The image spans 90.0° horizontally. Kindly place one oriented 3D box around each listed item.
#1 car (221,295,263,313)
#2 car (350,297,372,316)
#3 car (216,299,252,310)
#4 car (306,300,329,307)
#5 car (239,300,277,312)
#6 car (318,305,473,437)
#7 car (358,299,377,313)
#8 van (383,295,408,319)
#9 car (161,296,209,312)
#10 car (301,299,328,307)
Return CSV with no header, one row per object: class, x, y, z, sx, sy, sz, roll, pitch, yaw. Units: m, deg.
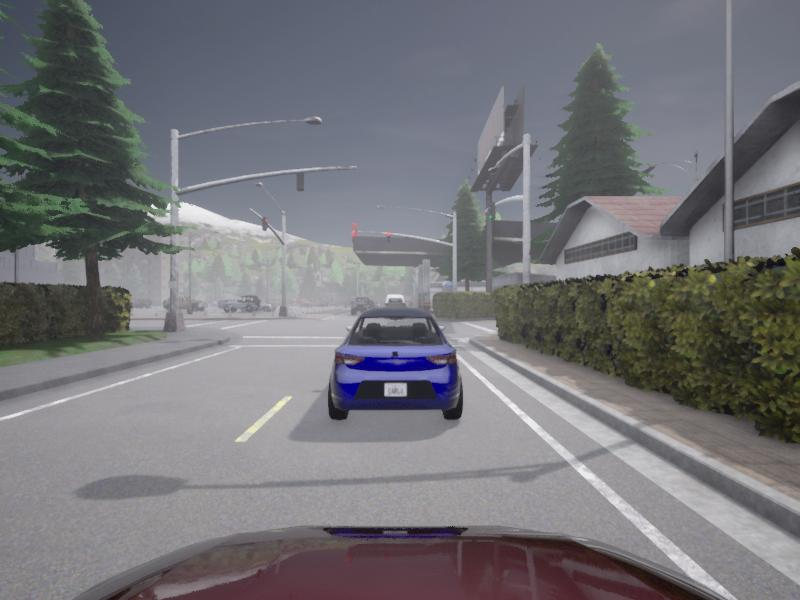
car,-17.261,0.420,43.919,3.866,1.878,1.905,0,0,-1
car,-3.957,0.646,41.350,1.905,1.878,3.866,0,0,-1
car,-24.683,0.640,59.538,4.514,1.523,2.007,0,0,-1
car,-17.444,0.682,84.640,4.514,1.523,2.007,0,0,-1
car,-16.706,0.704,47.253,3.806,1.475,1.970,0,0,-1
car,-0.077,0.854,6.770,1.816,1.474,4.193,0,0,-1
car,-4.055,0.779,50.453,2.033,1.649,4.856,0,-1,0
van,-0.393,0.569,35.653,2.069,2.038,4.480,0,0,0
car,-25.183,0.440,47.071,4.605,1.855,1.932,0,0,-1
car,-17.339,0.673,81.505,5.027,1.636,2.152,0,0,-1
